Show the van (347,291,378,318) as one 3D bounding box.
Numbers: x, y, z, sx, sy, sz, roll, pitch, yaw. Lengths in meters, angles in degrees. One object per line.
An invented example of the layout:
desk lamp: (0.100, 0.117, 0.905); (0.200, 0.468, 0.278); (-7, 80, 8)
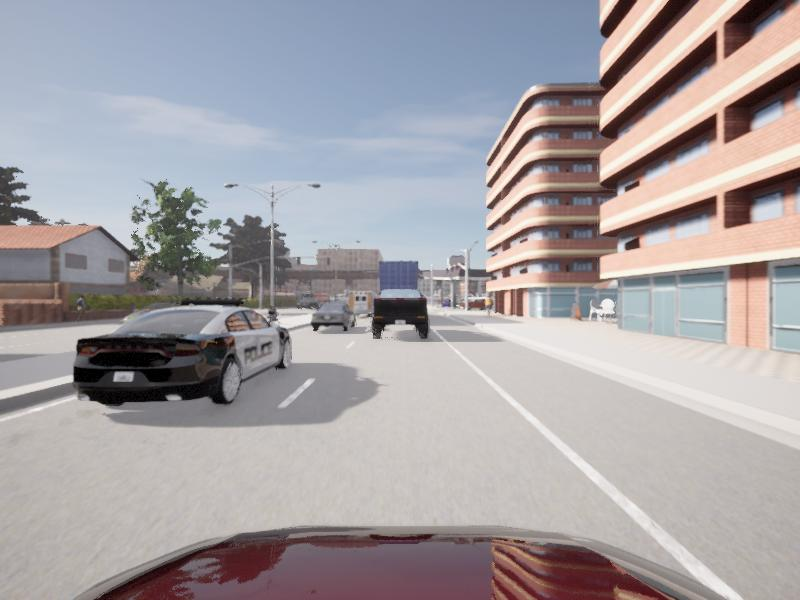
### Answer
van: (-3.562, 0.395, 39.559); (2.351, 2.431, 6.366); (0, 0, 1)

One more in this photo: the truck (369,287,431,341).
truck: (0.007, 0.549, 18.708); (2.390, 2.098, 6.274); (0, 0, 0)

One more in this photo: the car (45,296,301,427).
car: (-3.498, 0.774, 7.651); (1.930, 1.638, 5.238); (0, 0, 0)

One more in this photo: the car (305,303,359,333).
car: (-3.541, 0.904, 21.992); (2.033, 1.411, 5.357); (0, 0, 0)

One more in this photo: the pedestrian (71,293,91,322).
pedestrian: (-20.852, 0.496, 26.168); (0.751, 1.860, 0.751); (0, 0, -6)

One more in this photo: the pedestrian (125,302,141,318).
pedestrian: (-21.146, 0.779, 31.678); (0.751, 1.300, 0.751); (0, 0, -2)

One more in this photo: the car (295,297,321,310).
car: (-15.609, 0.600, 68.355); (2.150, 2.045, 5.566); (1, 0, 11)

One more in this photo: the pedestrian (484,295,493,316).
pedestrian: (8.133, 0.482, 36.660); (0.751, 1.860, 0.751); (0, 0, 7)

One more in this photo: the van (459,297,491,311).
van: (11.638, 0.598, 62.200); (4.480, 2.038, 2.069); (0, 0, -2)

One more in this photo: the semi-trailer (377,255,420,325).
semi-trailer: (-0.057, -0.604, 32.376); (2.717, 4.402, 14.254); (0, 0, 0)

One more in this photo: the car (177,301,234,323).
car: (-14.989, 0.838, 31.179); (2.038, 1.542, 4.974); (0, 0, 0)

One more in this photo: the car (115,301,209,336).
car: (-11.499, 0.837, 19.777); (2.007, 1.525, 4.514); (0, 0, 0)

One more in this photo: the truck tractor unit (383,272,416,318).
truck tractor unit: (-0.025, -0.504, 40.294); (3.053, 4.208, 6.516); (1, 0, 0)
